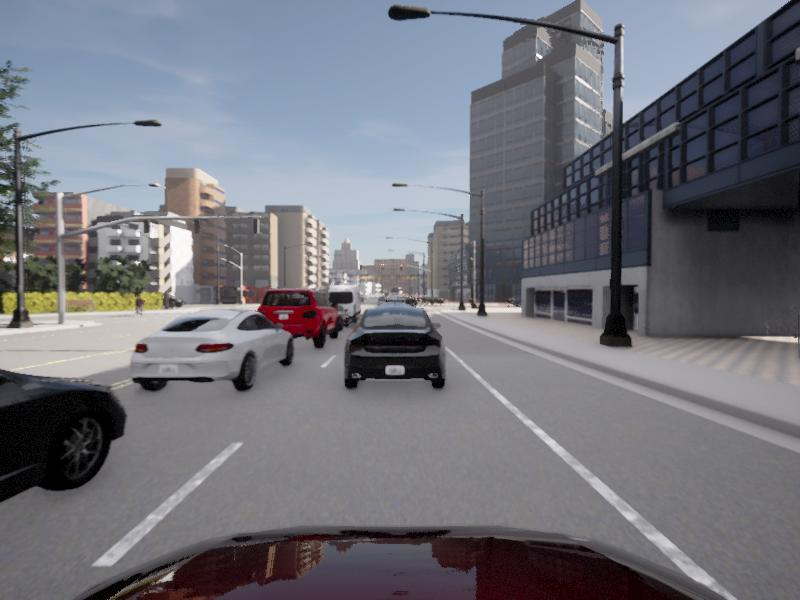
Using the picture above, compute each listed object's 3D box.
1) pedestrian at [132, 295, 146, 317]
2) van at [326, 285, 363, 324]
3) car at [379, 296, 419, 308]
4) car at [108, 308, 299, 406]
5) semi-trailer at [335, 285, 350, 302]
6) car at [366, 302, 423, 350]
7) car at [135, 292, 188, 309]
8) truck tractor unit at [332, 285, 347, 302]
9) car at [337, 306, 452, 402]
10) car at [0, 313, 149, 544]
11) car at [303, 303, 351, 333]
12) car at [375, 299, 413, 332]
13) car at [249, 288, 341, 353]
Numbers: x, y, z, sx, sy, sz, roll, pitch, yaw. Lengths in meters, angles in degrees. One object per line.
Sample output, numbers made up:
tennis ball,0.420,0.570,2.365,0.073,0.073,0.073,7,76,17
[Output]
pedestrian,-22.127,0.496,33.920,0.751,1.860,0.751,0,1,-12
van,-3.904,0.243,29.216,1.988,2.561,5.915,0,1,-1
car,-0.162,0.269,53.799,5.008,1.535,1.882,0,1,-20
car,-3.615,0.914,8.502,1.812,1.442,4.674,0,0,-1
semi-trailer,-15.841,-1.781,110.618,2.717,4.402,14.254,0,1,-2
car,-0.213,0.879,15.725,1.882,1.535,5.008,0,0,-1
car,-30.761,0.034,51.652,5.566,2.045,2.150,0,1,0
truck tractor unit,-15.529,-1.623,102.713,3.053,4.208,6.516,0,0,-3
car,-0.117,0.890,8.837,1.837,1.490,4.892,0,0,-1
car,-3.530,0.861,2.113,1.816,1.474,4.193,0,0,-1
car,-3.882,0.893,22.053,1.812,1.442,4.674,0,0,0
car,-0.323,0.790,23.031,1.930,1.638,5.238,0,0,-1
car,-3.718,0.624,15.378,2.150,2.045,5.566,0,0,-1
